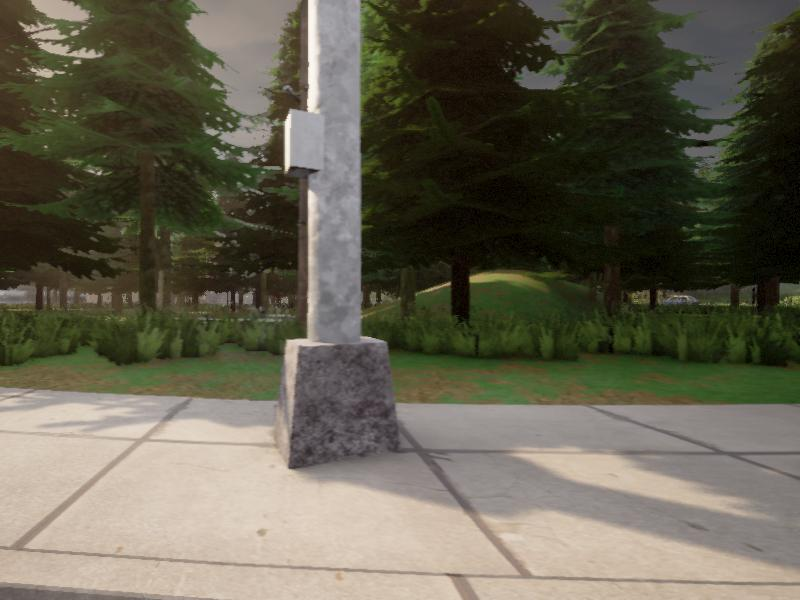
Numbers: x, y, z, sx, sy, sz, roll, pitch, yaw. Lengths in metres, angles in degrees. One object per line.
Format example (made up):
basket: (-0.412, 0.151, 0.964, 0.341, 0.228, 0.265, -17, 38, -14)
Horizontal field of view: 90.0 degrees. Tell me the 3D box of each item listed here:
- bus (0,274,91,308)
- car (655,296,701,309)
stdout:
bus: (-49.331, -1.102, 55.131, 3.944, 4.253, 10.273, 0, 0, 15)
car: (31.510, 0.279, 45.414, 1.970, 1.475, 3.806, 0, 0, -27)
